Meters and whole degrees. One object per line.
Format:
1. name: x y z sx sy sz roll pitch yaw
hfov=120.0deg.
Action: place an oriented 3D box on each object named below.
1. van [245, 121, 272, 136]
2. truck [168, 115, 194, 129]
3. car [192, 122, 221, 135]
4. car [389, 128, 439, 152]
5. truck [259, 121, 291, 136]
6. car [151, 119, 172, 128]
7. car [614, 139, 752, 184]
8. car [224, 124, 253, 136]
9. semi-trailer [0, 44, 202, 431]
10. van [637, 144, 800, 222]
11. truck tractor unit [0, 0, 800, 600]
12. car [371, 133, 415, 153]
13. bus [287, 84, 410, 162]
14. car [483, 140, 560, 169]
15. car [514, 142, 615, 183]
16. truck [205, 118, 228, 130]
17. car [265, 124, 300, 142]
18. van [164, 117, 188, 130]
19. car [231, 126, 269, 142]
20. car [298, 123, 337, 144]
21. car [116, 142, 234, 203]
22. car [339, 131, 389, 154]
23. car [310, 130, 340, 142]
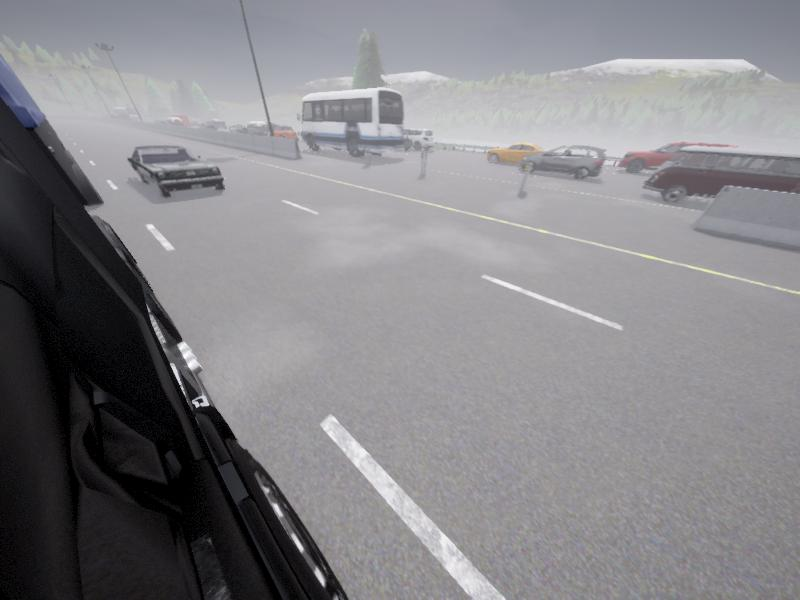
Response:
1. van: -25.392 -30.714 41.356 4.480 2.038 2.069 28 44 30
2. truck: -52.178 -42.411 54.992 5.204 2.467 2.627 28 44 30
3. car: -32.572 -28.836 38.868 4.902 1.511 2.128 28 44 30
4. car: 1.533 -19.125 27.500 5.566 2.045 2.150 28 44 30
5. truck: -23.693 -32.573 43.886 6.274 2.098 2.390 28 44 30
6. car: -55.749 -41.150 53.955 4.902 1.511 2.128 28 44 30
7. car: 19.034 -9.802 16.127 5.566 2.045 2.150 28 44 30
8. car: -27.276 -28.765 39.077 4.974 1.542 2.038 28 44 30
9. semi-trailer: -8.698 -3.602 4.235 14.254 4.402 2.717 28 44 30
10. van: 12.889 -4.824 9.174 4.442 1.987 1.775 28 44 30
11. truck tractor unit: -2.645 -0.295 0.351 6.516 4.208 3.053 28 44 30
12. car: -0.825 -17.422 25.531 4.514 1.525 2.007 28 44 30
13. bus: -4.498 -14.915 19.695 10.273 4.253 3.944 28 44 30
14. car: 9.662 -11.843 18.710 5.008 1.535 1.882 28 44 30
15. car: 10.242 -8.846 14.640 4.611 1.667 2.242 28 44 30
16. truck: -46.832 -44.897 58.931 6.274 2.098 2.390 28 44 30
17. car: -16.208 -22.980 31.801 4.553 1.767 2.097 28 44 30
18. van: -46.268 -36.345 47.622 4.480 2.038 2.069 28 44 30
19. car: -19.937 -22.061 30.689 5.357 1.411 2.033 28 44 30
20. car: -11.537 -23.338 32.346 5.566 2.045 2.150 28 44 30
21. car: -8.492 -4.959 8.658 4.718 1.301 1.895 28 44 30
22. car: -3.721 -16.260 23.731 5.027 1.651 2.152 28 44 30
23. car: -11.851 -25.941 36.422 4.718 1.301 1.895 28 44 30
